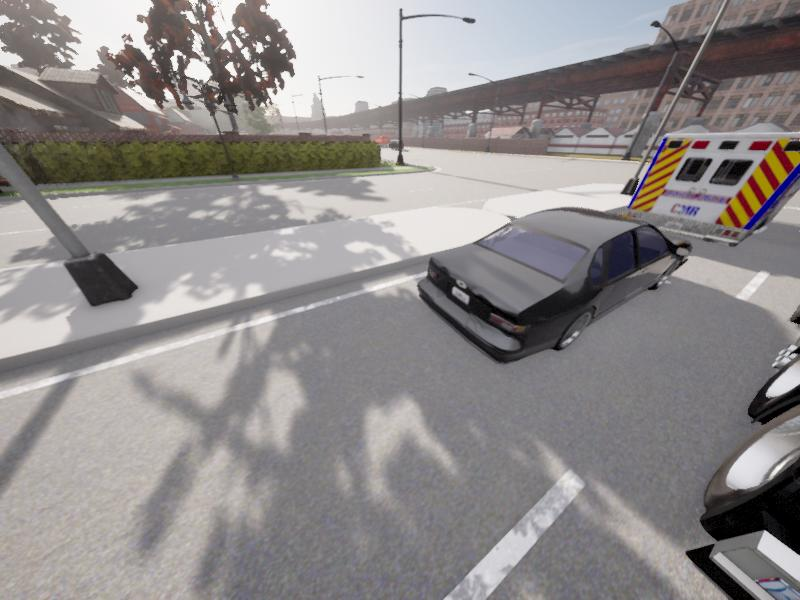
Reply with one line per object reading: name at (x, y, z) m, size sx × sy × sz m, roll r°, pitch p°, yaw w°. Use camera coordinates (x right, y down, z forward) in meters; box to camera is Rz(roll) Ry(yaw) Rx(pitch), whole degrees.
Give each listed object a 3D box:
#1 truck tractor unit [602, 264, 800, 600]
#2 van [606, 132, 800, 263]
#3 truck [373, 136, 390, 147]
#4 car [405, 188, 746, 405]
truck tractor unit at (5.107, -0.305, 0.782) m, size 6.516 × 4.208 × 3.053 m, roll -18°, pitch 39°, yaw -24°
van at (9.543, -3.315, 6.716) m, size 6.366 × 2.431 × 2.351 m, roll -18°, pitch 39°, yaw -24°
truck at (-5.266, -45.067, 65.732) m, size 2.627 × 2.467 × 5.204 m, roll -18°, pitch 40°, yaw -24°
car at (2.908, -0.729, 3.855) m, size 5.357 × 1.411 × 2.033 m, roll -18°, pitch 39°, yaw -24°
